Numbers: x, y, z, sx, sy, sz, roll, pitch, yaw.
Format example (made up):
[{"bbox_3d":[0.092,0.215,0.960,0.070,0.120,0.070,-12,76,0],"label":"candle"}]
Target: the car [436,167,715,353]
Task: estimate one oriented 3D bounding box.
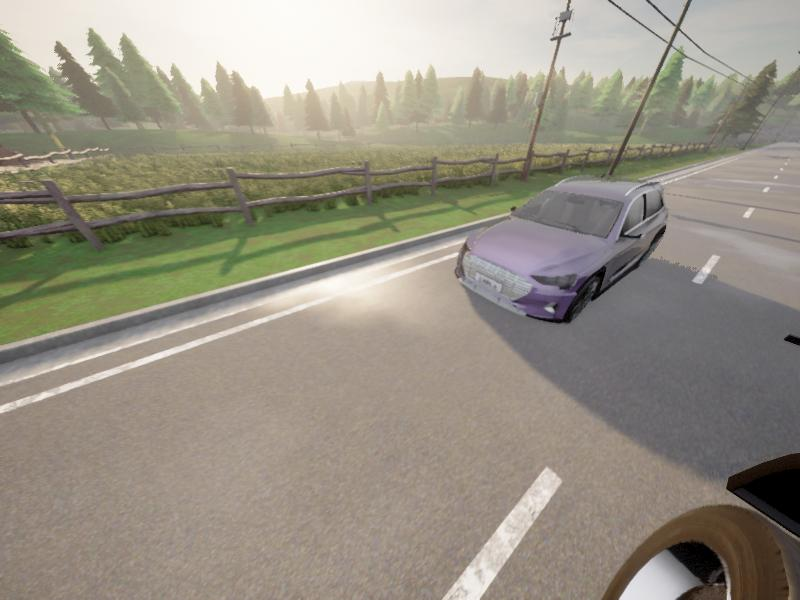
[{"bbox_3d":[3.249,-1.287,4.292,4.856,1.649,2.033,-22,41,-28],"label":"car"}]
